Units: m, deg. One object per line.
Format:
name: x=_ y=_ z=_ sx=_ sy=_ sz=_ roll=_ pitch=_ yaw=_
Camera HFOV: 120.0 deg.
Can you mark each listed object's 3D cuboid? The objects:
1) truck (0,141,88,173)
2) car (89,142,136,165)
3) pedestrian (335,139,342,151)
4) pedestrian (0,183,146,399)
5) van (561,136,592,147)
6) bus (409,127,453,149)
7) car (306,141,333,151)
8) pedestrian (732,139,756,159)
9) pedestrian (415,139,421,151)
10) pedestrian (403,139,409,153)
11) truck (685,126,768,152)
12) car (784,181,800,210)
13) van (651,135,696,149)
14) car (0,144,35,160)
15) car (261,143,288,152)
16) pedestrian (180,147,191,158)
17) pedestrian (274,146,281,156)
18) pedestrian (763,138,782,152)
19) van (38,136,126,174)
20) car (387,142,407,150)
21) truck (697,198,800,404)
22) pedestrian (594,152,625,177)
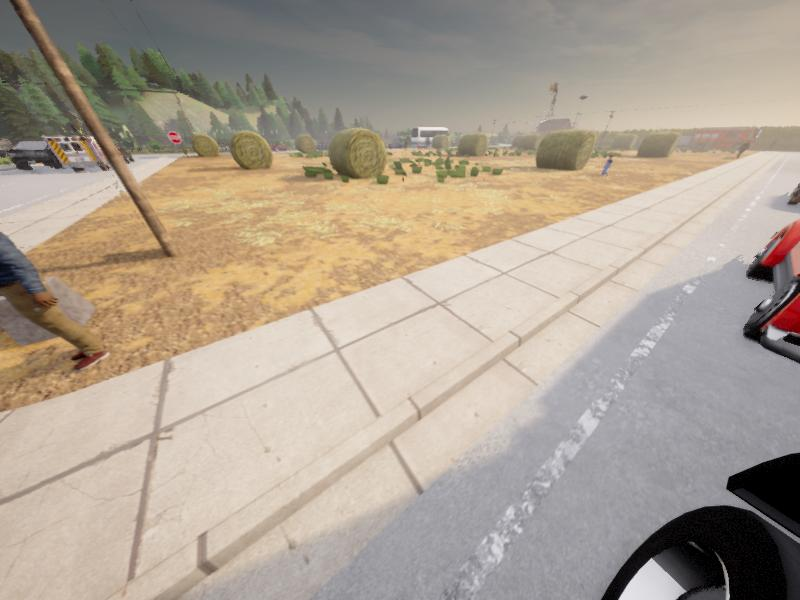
truck: x=-31.603 y=-12.953 z=20.663 sx=2.390 sy=2.098 sz=6.274 roll=-21 pitch=40 yaw=-27
car: x=-31.288 y=-16.100 z=25.315 sx=1.905 sy=1.878 sz=3.866 roll=-21 pitch=40 yaw=-27
pedestrian: x=-11.356 y=-28.611 z=42.694 sx=0.751 sy=1.860 sz=0.751 roll=-20 pitch=40 yaw=-25
pedestrian: x=-3.564 y=-0.094 z=2.154 sx=0.751 sy=1.860 sz=0.751 roll=23 pitch=41 yaw=29
van: x=51.194 y=-46.109 z=67.232 sx=2.351 sy=2.431 sz=6.366 roll=-20 pitch=40 yaw=-26
bus: x=7.697 y=-40.091 z=57.188 sx=10.273 sy=4.253 sz=3.944 roll=-20 pitch=40 yaw=-25
car: x=-17.035 y=-32.640 z=48.948 sx=4.856 sy=1.649 sz=2.033 roll=-19 pitch=39 yaw=-25
pedestrian: x=40.032 y=-17.614 z=26.912 sx=0.751 sy=1.860 sz=0.751 roll=-27 pitch=43 yaw=-33
pedestrian: x=3.376 y=-28.761 z=42.866 sx=0.751 sy=1.860 sz=0.751 roll=11 pitch=37 yaw=16
pedestrian: x=0.993 y=-25.433 z=38.140 sx=0.751 sy=1.860 sz=0.751 roll=6 pitch=36 yaw=9
truck: x=64.251 y=-31.975 z=45.893 sx=2.891 sy=3.827 sz=8.468 roll=-21 pitch=40 yaw=-27
car: x=17.116 y=-4.335 z=8.845 sx=4.181 sy=1.385 sz=1.994 roll=-22 pitch=41 yaw=-28
van: x=62.782 y=-36.296 z=53.154 sx=1.988 sy=2.561 sz=5.915 roll=-21 pitch=40 yaw=-27
car: x=-50.916 y=-18.446 z=28.869 sx=5.238 sy=1.638 sz=1.930 roll=-19 pitch=39 yaw=-25
car: x=-24.597 y=-29.937 z=45.263 sx=4.193 sy=1.474 sz=1.816 roll=-19 pitch=39 yaw=-25
pedestrian: x=-28.054 y=-19.265 z=30.173 sx=0.500 sy=1.100 sz=0.500 roll=13 pitch=37 yaw=18
pedestrian: x=-17.368 y=-21.102 z=32.716 sx=0.500 sy=1.100 sz=0.500 roll=-5 pitch=35 yaw=-6
pedestrian: x=63.766 y=-26.545 z=39.544 sx=0.751 sy=1.860 sz=0.751 roll=-16 pitch=38 yaw=-21
van: x=-27.269 y=-12.894 z=20.279 sx=2.351 sy=2.431 sz=6.366 roll=-21 pitch=40 yaw=-27
car: x=-0.673 y=-35.954 z=53.740 sx=4.193 sy=1.474 sz=1.816 roll=-19 pitch=39 yaw=-25
truck: x=6.570 y=-0.523 z=2.503 sx=5.204 sy=2.467 sz=2.627 roll=-22 pitch=40 yaw=-28
pedestrian: x=13.246 y=-8.580 z=14.642 sx=0.751 sy=1.300 sz=0.751 roll=-3 pitch=35 yaw=-4
